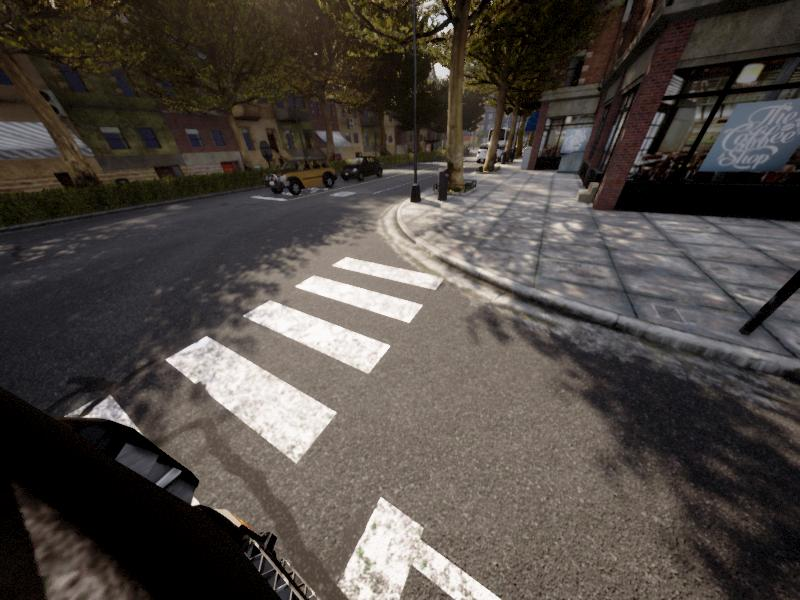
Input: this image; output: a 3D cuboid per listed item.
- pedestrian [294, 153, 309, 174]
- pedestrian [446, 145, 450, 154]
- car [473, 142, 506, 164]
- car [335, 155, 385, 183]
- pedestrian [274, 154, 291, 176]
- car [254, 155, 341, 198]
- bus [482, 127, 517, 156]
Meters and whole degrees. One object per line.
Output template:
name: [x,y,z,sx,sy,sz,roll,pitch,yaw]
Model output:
pedestrian: [-10.534,-14.581,24.679,0.751,1.860,0.751,6,35,13]
pedestrian: [12.094,-38.056,58.226,0.751,1.860,0.751,16,38,26]
car: [11.286,-18.414,28.913,2.435,2.045,5.566,16,38,26]
car: [-3.168,-10.976,19.237,1.851,1.617,3.988,16,38,26]
pedestrian: [-11.919,-13.718,23.490,0.751,1.860,0.751,15,38,25]
car: [-6.206,-7.994,14.743,1.932,1.855,4.605,15,38,25]
bus: [20.217,-31.944,46.573,3.944,4.253,10.273,16,38,26]
